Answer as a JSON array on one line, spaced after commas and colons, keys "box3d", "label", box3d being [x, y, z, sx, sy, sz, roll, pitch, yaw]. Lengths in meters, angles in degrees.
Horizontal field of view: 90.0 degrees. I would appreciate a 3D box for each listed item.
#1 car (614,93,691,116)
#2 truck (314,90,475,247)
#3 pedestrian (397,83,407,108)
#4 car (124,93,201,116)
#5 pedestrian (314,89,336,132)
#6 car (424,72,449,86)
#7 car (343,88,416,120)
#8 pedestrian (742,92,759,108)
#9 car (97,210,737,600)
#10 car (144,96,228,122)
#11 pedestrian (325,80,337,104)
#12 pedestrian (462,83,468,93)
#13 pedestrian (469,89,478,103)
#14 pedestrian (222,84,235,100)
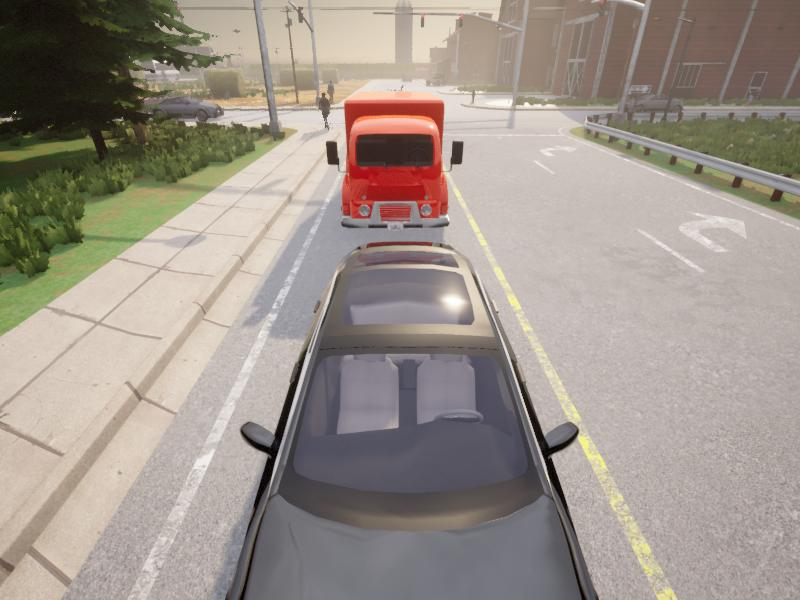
[{"box3d": [18.380, -14.347, 29.306, 4.181, 1.385, 1.994, 0, 30, 0], "label": "car"}, {"box3d": [-0.135, -3.420, 9.425, 2.627, 2.467, 5.204, 0, 30, -1], "label": "truck"}, {"box3d": [0.150, -16.964, 33.193, 0.751, 1.860, 0.751, -3, 30, -6], "label": "pedestrian"}, {"box3d": [-17.263, -14.358, 29.304, 4.181, 1.385, 1.994, 0, 30, 0], "label": "car"}, {"box3d": [-3.796, -9.568, 20.216, 0.751, 1.860, 0.751, -13, 33, -22], "label": "pedestrian"}, {"box3d": [6.306, -37.971, 68.883, 1.905, 1.878, 3.866, -31, 40, -33], "label": "car"}, {"box3d": [-1.447, -13.800, 28.031, 4.611, 1.667, 2.242, 21, 36, 31], "label": "car"}, {"box3d": [28.170, -16.043, 32.132, 0.500, 1.100, 0.500, 1, 30, 2], "label": "pedestrian"}, {"box3d": [0.059, 0.761, 3.240, 2.128, 1.511, 4.902, 0, 30, 0], "label": "car"}, {"box3d": [-13.948, -12.596, 26.288, 4.181, 1.385, 1.994, 0, 30, 0], "label": "car"}, {"box3d": [-6.055, -18.402, 35.356, 0.751, 1.860, 0.751, -10, 32, -17], "label": "pedestrian"}, {"box3d": [7.942, -25.908, 48.883, 0.500, 1.100, 0.500, -20, 36, -30], "label": "pedestrian"}, {"box3d": [6.632, -18.382, 36.074, 0.500, 1.100, 0.500, -19, 35, -29], "label": "pedestrian"}, {"box3d": [-17.128, -20.734, 39.892, 0.751, 1.300, 0.751, -22, 37, -33], "label": "pedestrian"}]
